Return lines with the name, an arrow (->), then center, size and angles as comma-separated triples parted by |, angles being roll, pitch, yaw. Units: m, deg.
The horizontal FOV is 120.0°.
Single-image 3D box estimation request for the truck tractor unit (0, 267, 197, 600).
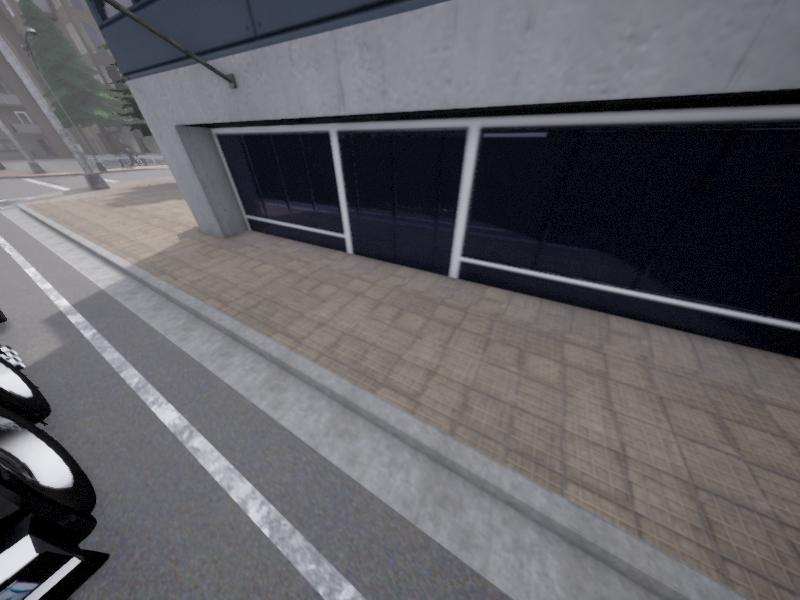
truck tractor unit -> -5.116, -0.296, 0.771 | 6.516, 4.208, 3.053 | 18, 39, 24
